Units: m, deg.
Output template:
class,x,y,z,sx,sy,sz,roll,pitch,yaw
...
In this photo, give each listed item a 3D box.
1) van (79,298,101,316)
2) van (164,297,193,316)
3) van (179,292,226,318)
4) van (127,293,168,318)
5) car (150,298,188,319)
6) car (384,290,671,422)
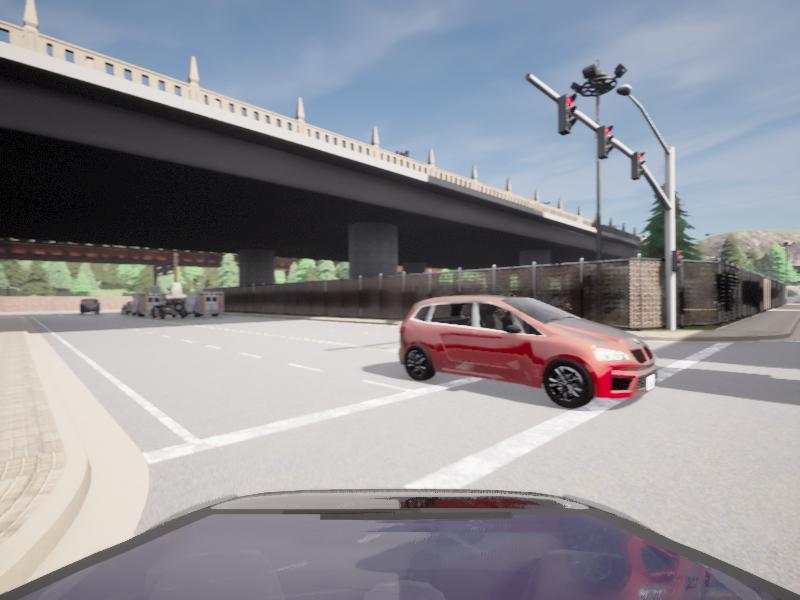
class,x,y,z,sx,sy,sz,roll,pitch,yaw
van,-37.875,0.823,48.835,1.775,1.987,4.442,-1,0,-43
van,-25.500,0.710,46.038,1.775,1.987,4.442,-1,0,-44
van,-20.070,0.456,40.438,2.351,2.431,6.366,-1,0,-44
van,-26.758,0.515,42.307,2.351,2.431,6.366,-1,0,-44
car,-21.143,0.754,36.517,1.932,1.855,4.605,-1,0,-44
car,2.086,0.727,7.516,2.242,1.667,4.611,-1,0,-44
